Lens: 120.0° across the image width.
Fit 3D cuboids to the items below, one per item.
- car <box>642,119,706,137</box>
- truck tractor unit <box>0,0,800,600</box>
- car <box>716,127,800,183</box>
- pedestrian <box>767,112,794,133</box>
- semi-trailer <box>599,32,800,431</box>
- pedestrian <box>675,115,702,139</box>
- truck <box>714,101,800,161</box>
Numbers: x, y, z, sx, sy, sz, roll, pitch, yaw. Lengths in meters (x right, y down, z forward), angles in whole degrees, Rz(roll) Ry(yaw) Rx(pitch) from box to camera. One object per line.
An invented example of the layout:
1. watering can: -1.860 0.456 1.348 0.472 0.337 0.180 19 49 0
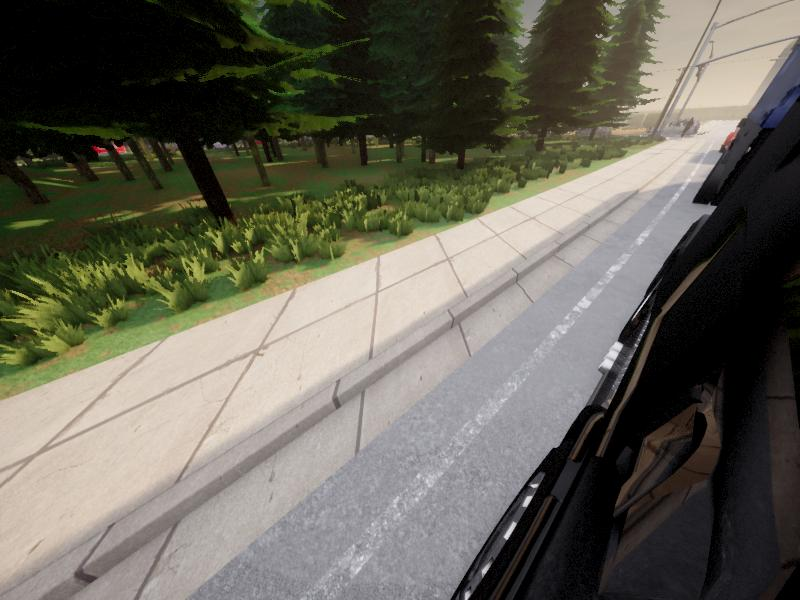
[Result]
1. car: 34.367 -21.685 29.127 2.242 1.667 4.611 -24 42 -26
2. truck tractor unit: 2.645 -0.295 0.351 6.516 4.208 3.053 -28 44 -30
3. car: 15.882 -6.351 9.893 4.902 1.511 2.128 -29 44 -30
4. pedestrian: 43.364 -20.200 26.342 0.751 1.860 0.751 -30 44 -31
5. semi-trailer: 8.644 -3.643 4.279 14.254 4.402 2.717 -29 44 -30
6. pedestrian: 28.938 -17.373 23.221 0.751 1.860 0.751 15 40 22
7. truck: 21.375 -9.912 13.487 5.204 2.467 2.627 -30 44 -31
